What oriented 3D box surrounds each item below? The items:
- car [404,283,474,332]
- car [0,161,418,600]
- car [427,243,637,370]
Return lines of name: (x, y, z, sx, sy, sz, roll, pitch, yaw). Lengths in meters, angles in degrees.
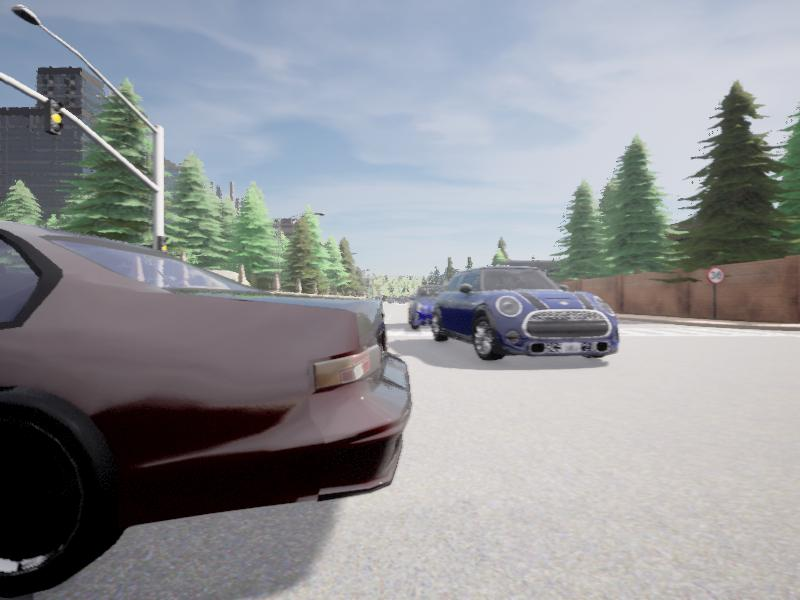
car: (1.243, 0.229, 14.784, 2.007, 1.525, 4.514, 0, 0, -2)
car: (-2.625, 0.294, 2.201, 5.357, 1.411, 2.033, 0, 0, 0)
car: (2.103, 0.095, 7.997, 2.097, 1.767, 4.553, 0, 0, -10)
